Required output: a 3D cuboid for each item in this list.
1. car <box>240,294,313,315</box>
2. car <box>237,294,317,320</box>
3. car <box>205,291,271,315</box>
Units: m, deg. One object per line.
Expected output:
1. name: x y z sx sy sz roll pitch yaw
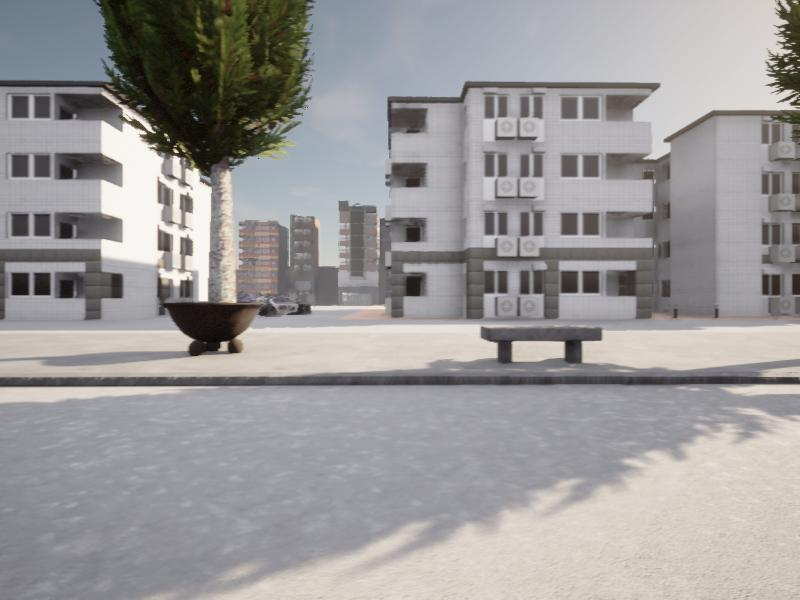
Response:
1. car: -7.882 0.266 26.044 1.853 1.218 4.536 0 0 29
2. car: -7.857 0.423 26.090 2.038 1.542 4.974 0 0 29
3. car: -10.658 0.181 26.397 3.633 1.501 1.845 0 0 10
